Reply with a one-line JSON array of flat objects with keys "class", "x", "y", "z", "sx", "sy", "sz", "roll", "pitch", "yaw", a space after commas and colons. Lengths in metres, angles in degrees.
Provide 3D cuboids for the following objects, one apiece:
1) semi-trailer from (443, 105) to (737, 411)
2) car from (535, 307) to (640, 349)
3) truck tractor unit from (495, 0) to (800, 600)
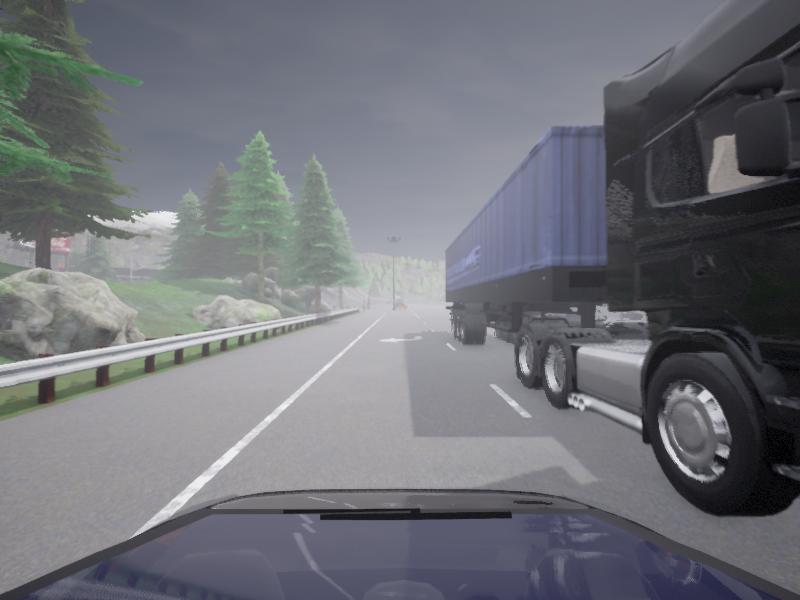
[{"class": "semi-trailer", "x": 3.496, "y": -0.601, "z": 12.894, "sx": 2.717, "sy": 4.402, "sz": 14.254, "roll": 0, "pitch": 0, "yaw": 0}, {"class": "car", "x": 6.996, "y": 0.967, "z": 15.594, "sx": 1.895, "sy": 1.301, "sz": 4.718, "roll": 0, "pitch": 0, "yaw": 0}, {"class": "truck tractor unit", "x": 3.490, "y": -0.512, "z": 4.976, "sx": 3.053, "sy": 4.208, "sz": 6.516, "roll": 0, "pitch": 0, "yaw": 0}]
